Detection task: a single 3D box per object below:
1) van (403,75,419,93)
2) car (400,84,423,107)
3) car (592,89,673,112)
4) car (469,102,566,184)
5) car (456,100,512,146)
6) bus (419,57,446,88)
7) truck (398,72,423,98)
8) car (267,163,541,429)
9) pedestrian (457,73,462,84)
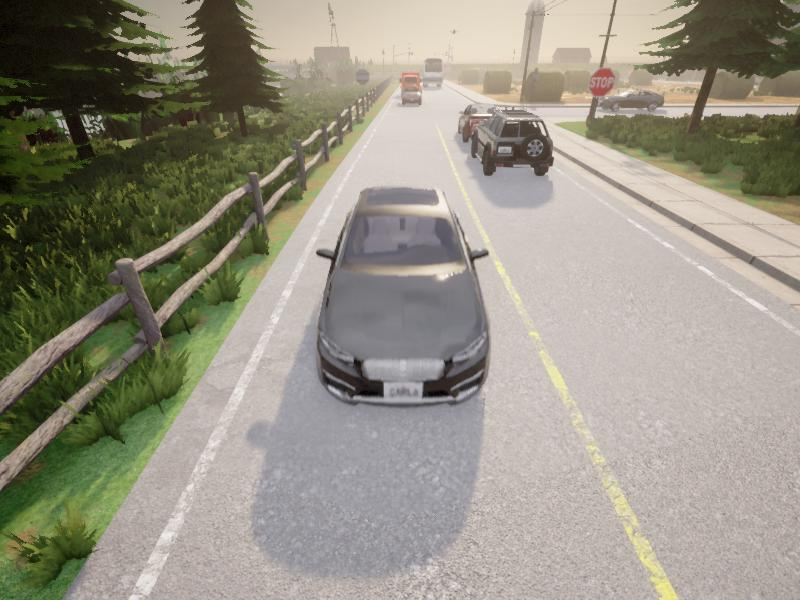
[{"bbox_3d":[1.477,-29.037,53.717,2.069,2.038,4.480,1,30,1],"label":"van"},{"bbox_3d":[1.005,-18.460,36.027,1.851,1.617,3.988,-1,30,-1],"label":"car"},{"bbox_3d":[18.225,-15.784,31.606,4.902,1.511,2.128,-1,30,-1],"label":"car"},{"bbox_3d":[3.648,-5.440,13.457,1.932,1.855,4.605,1,30,1],"label":"car"},{"bbox_3d":[3.869,-8.582,19.188,2.007,1.525,4.514,2,30,3],"label":"car"},{"bbox_3d":[5.392,-39.141,68.814,3.944,4.253,10.273,1,30,1],"label":"bus"},{"bbox_3d":[1.221,-24.916,46.247,2.627,2.467,5.204,1,30,1],"label":"truck"},{"bbox_3d":[0.035,-0.641,5.613,2.128,1.511,4.902,0,30,0],"label":"car"},{"bbox_3d":[11.014,-40.978,73.990,0.751,1.860,0.751,-1,30,-2],"label":"pedestrian"}]
